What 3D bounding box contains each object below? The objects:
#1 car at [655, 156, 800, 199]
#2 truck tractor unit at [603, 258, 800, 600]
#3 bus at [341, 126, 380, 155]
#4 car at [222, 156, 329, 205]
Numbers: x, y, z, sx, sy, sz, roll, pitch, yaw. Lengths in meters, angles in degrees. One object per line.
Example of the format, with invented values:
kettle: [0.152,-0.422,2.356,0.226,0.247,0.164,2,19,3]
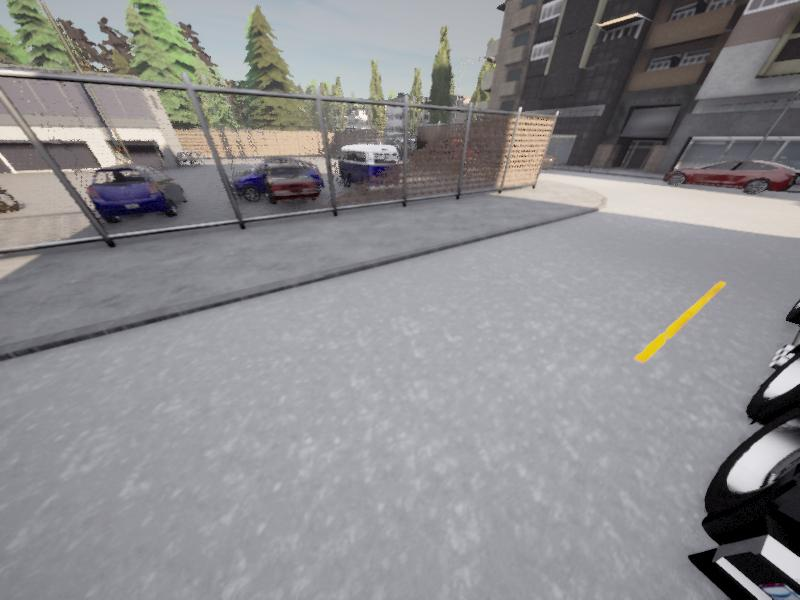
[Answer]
car: [18.395,-7.079,13.053,2.163,1.488,4.792,-18,39,-25]
truck tractor unit: [5.098,-0.313,0.800,6.516,4.208,3.053,-19,39,-25]
bus: [-7.411,-31.920,46.097,3.944,4.253,10.273,6,36,11]
car: [-5.396,-5.450,10.321,3.705,1.547,1.789,-18,39,-25]
